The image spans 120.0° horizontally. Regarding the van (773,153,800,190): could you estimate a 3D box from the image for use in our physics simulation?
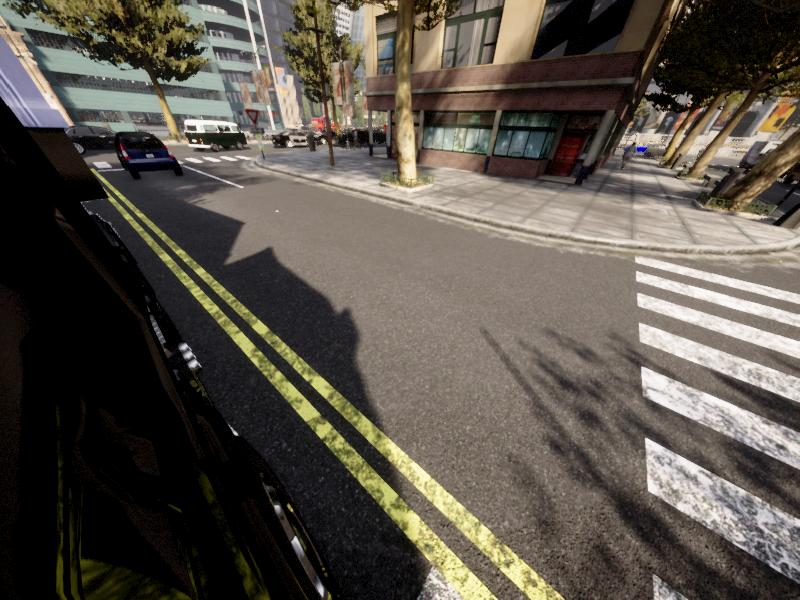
[{"bbox_3d":[26.720,-8.005,14.357,2.069,2.038,4.480,28,43,30],"label":"van"}]

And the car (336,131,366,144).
[{"bbox_3d":[-6.975,-23.361,33.218,1.970,1.475,3.806,28,44,30],"label":"car"}]

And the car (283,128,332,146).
[{"bbox_3d":[-11.384,-20.384,28.817,1.930,1.638,5.238,28,43,30],"label":"car"}]

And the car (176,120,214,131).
[{"bbox_3d":[-39.574,-33.704,44.750,2.128,1.511,4.902,28,43,30],"label":"car"}]

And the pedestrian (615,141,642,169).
[{"bbox_3d":[18.114,-11.499,18.333,0.751,1.860,0.751,27,43,29],"label":"pedestrian"}]

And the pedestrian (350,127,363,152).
[{"bbox_3d":[-4.038,-14.933,21.516,0.751,1.860,0.751,-28,46,-34],"label":"pedestrian"}]

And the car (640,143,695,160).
[{"bbox_3d":[38.997,-21.748,33.822,2.242,1.667,4.611,-19,42,-26],"label":"car"}]

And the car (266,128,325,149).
[{"bbox_3d":[-11.030,-17.351,24.783,1.930,1.638,5.238,28,44,30],"label":"car"}]

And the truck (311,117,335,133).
[{"bbox_3d":[-25.521,-57.978,76.373,8.468,3.827,2.891,28,44,30],"label":"truck"}]

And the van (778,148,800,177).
[{"bbox_3d":[37.455,-12.339,20.415,1.988,2.561,5.915,28,44,30],"label":"van"}]

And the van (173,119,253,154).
[{"bbox_3d":[-15.087,-13.559,19.120,2.069,2.038,4.480,11,38,11],"label":"van"}]

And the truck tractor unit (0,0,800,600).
[{"bbox_3d":[-2.645,-0.295,0.351,6.516,4.208,3.053,28,44,30],"label":"truck tractor unit"}]

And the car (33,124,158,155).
[{"bbox_3d":[-20.278,-10.914,15.707,1.837,1.490,4.892,28,43,30],"label":"car"}]

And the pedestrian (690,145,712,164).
[{"bbox_3d":[36.688,-17.783,28.175,0.751,1.860,0.751,26,43,28],"label":"pedestrian"}]

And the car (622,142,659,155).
[{"bbox_3d":[44.388,-28.043,42.709,4.514,1.525,2.007,28,44,30],"label":"car"}]

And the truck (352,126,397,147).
[{"bbox_3d":[-3.370,-22.813,32.196,2.390,2.098,6.274,28,44,30],"label":"truck"}]

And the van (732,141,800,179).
[{"bbox_3d":[33.932,-12.933,21.079,2.351,2.431,6.366,29,44,30],"label":"van"}]

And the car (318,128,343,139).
[{"bbox_3d":[-12.582,-30.272,42.041,1.789,1.549,3.705,28,43,30],"label":"car"}]

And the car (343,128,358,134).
[{"bbox_3d":[-15.080,-51.472,70.375,4.181,1.385,1.994,28,44,30],"label":"car"}]

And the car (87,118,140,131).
[{"bbox_3d":[-43.803,-26.885,35.426,2.161,1.482,4.786,28,43,30],"label":"car"}]

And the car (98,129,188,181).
[{"bbox_3d":[-11.781,-6.765,10.604,3.988,1.617,1.851,30,45,32],"label":"car"}]

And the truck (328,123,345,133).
[{"bbox_3d":[-21.388,-57.980,77.775,5.204,2.467,2.627,28,44,30],"label":"truck"}]

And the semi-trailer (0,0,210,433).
[{"bbox_3d":[-9.219,-3.189,3.635,14.254,4.402,2.717,22,41,23],"label":"semi-trailer"}]
